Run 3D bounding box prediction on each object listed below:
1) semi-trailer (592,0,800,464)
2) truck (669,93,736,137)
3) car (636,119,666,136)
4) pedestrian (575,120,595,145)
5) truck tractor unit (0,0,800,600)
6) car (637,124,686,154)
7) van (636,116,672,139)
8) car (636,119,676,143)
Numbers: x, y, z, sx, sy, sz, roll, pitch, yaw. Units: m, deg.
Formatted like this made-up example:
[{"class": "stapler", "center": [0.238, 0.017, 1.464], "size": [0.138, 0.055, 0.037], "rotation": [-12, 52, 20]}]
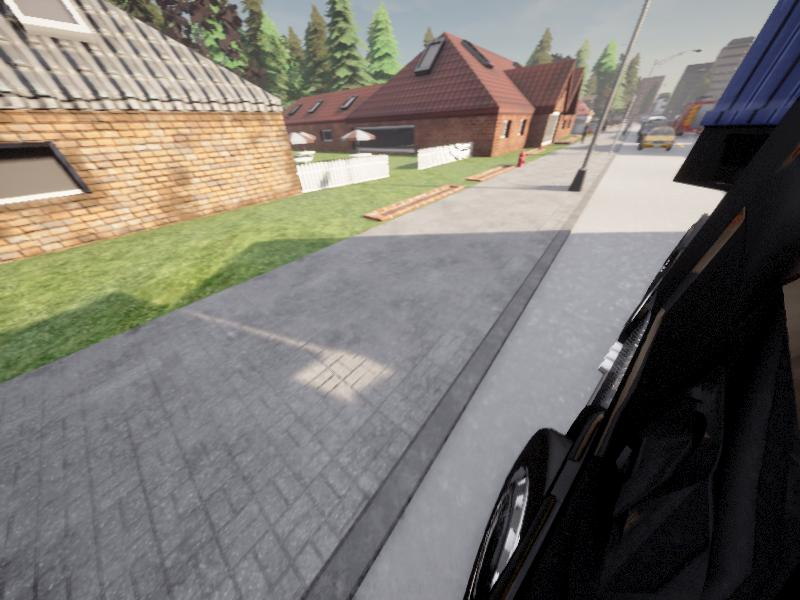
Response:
[{"class": "semi-trailer", "center": [10.103, -1.313, 1.110], "size": [14.254, 4.402, 2.717], "rotation": [-2, 36, 1]}, {"class": "truck", "center": [37.671, -23.270, 29.232], "size": [2.891, 3.827, 8.468], "rotation": [25, 45, 31]}, {"class": "car", "center": [34.822, -24.009, 32.166], "size": [2.242, 1.667, 4.611], "rotation": [25, 45, 32]}, {"class": "pedestrian", "center": [17.632, -15.907, 22.006], "size": [0.751, 1.860, 0.751], "rotation": [-32, 46, -33]}, {"class": "truck tractor unit", "center": [2.645, -0.295, 0.351], "size": [6.516, 4.208, 3.053], "rotation": [-28, 44, -30]}, {"class": "car", "center": [19.959, -12.524, 17.822], "size": [1.801, 1.575, 5.366], "rotation": [25, 45, 32]}, {"class": "van", "center": [30.466, -20.817, 27.865], "size": [2.069, 2.038, 4.480], "rotation": [25, 45, 31]}, {"class": "car", "center": [26.358, -17.551, 23.961], "size": [2.097, 1.767, 4.553], "rotation": [25, 45, 31]}]
